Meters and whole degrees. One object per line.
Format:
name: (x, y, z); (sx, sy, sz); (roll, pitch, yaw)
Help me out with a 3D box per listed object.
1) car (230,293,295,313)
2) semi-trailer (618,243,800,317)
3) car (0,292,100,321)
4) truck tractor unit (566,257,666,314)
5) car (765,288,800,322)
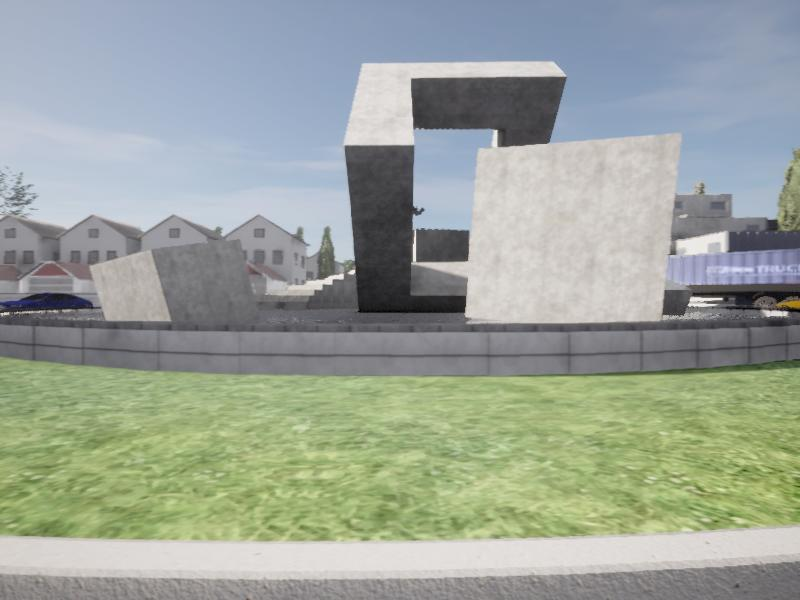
car: (-11.857, 0.299, 34.791); (2.038, 1.542, 4.974); (0, -1, 44)
semi-trailer: (22.921, -1.175, 26.990); (14.254, 4.402, 2.717); (0, -1, 45)
car: (-19.717, 0.312, 22.368); (1.812, 1.442, 4.674); (0, 0, 12)
truck tractor unit: (17.489, -1.075, 32.731); (3.053, 4.208, 6.516); (0, 0, -37)
car: (19.355, 0.226, 17.718); (1.801, 1.575, 5.366); (0, 0, 5)
